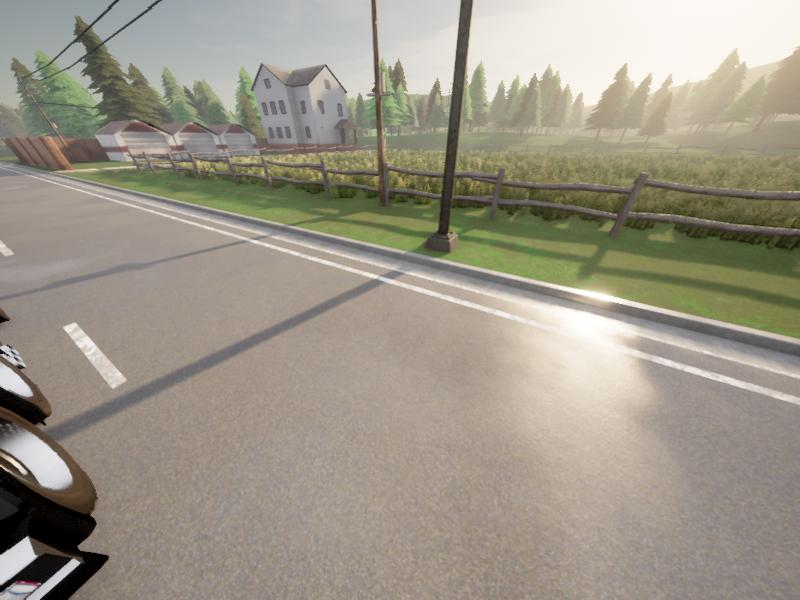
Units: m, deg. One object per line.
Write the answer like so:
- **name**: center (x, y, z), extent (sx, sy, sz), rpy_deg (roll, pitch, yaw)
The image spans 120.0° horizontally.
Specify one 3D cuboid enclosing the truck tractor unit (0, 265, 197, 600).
- **truck tractor unit**: center (-5.110, -0.303, 0.773), extent (6.516, 4.208, 3.053), rpy_deg (18, 39, 24)
